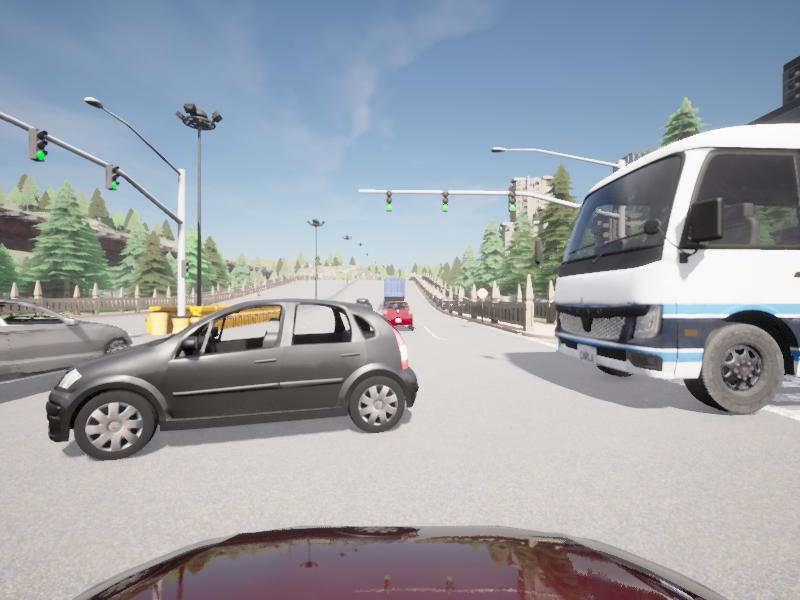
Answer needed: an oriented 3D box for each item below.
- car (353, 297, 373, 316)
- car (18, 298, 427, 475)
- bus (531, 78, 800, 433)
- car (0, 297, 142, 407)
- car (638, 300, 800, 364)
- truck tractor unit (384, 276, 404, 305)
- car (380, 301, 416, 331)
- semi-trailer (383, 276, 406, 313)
[{"bbox_3d":[-3.991,0.632,43.555,1.932,1.855,4.605,-1,1,-3],"label":"car"},{"bbox_3d":[-1.851,0.788,5.124,3.988,1.617,1.851,0,0,-17],"label":"car"},{"bbox_3d":[8.083,-0.534,7.026,10.273,4.253,3.944,0,0,-3],"label":"bus"},{"bbox_3d":[-7.092,0.781,6.864,2.152,1.651,5.027,0,0,-1],"label":"car"},{"bbox_3d":[9.678,0.801,10.868,5.366,1.575,1.801,0,0,0],"label":"car"},{"bbox_3d":[-0.963,-1.608,63.388,3.053,4.208,6.516,0,5,-1],"label":"truck tractor unit"},{"bbox_3d":[-0.177,0.827,22.594,1.845,1.501,3.633,0,0,-2],"label":"car"},{"bbox_3d":[-0.807,-1.124,55.509,2.717,4.402,14.254,0,4,-1],"label":"semi-trailer"}]
